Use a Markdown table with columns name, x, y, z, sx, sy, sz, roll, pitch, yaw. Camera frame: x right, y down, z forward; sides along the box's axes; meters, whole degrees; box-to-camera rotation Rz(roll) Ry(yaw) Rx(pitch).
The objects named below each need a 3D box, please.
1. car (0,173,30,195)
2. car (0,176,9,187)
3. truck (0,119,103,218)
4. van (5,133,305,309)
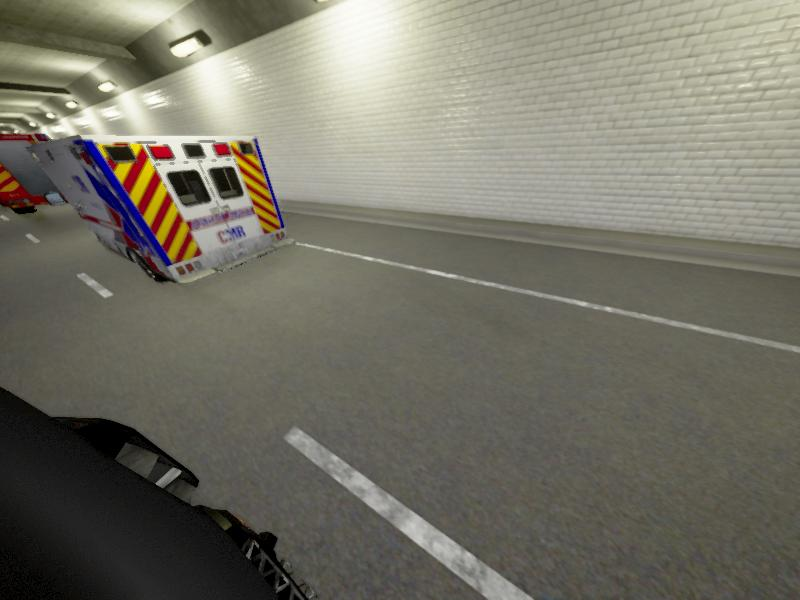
| name | x | y | z | sx | sy | sz | roll | pitch | yaw |
| --- | --- | --- | --- | --- | --- | --- | --- | --- | --- |
| car | -36.243 | -10.622 | 21.033 | 4.674 | 1.442 | 1.812 | 16 | 38 | 26 |
| car | -48.412 | -14.157 | 27.103 | 3.633 | 1.501 | 1.845 | 16 | 38 | 26 |
| truck | -21.460 | -7.346 | 12.945 | 8.468 | 3.827 | 2.891 | 16 | 38 | 26 |
| van | -5.700 | -2.240 | 5.450 | 6.366 | 2.431 | 2.351 | 16 | 38 | 26 |
